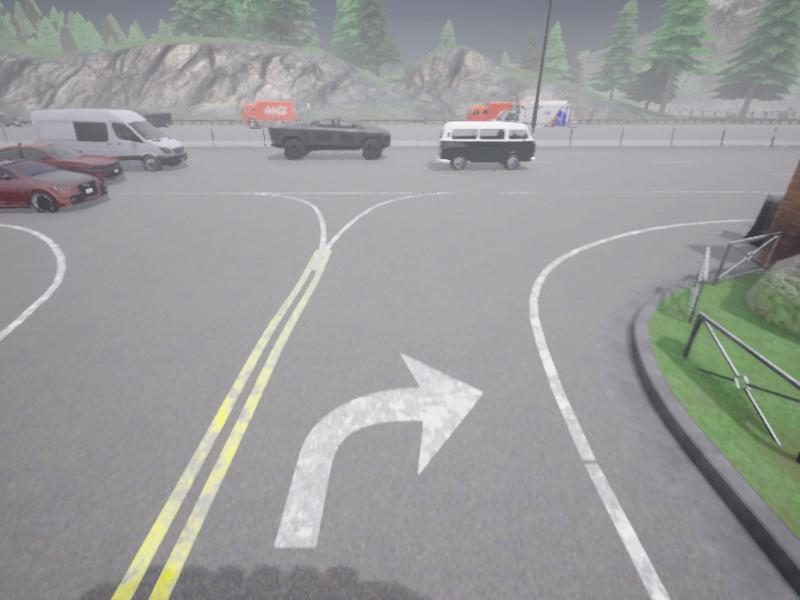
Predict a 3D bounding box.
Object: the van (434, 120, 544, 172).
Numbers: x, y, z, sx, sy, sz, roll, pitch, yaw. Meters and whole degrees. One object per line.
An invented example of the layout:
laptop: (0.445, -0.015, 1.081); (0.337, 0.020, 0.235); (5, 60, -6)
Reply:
van: (3.964, -7.211, 18.667); (4.480, 2.038, 2.069); (-1, 27, 0)

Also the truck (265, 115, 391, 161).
truck: (-3.666, -8.812, 21.694); (6.274, 2.098, 2.390); (0, 27, 0)

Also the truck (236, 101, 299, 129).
truck: (-13.155, -18.602, 40.169); (5.204, 2.467, 2.627); (0, 27, -1)

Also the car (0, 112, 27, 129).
car: (-40.647, -18.026, 40.160); (4.193, 1.474, 1.816); (0, 27, -1)

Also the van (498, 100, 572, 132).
van: (12.436, -17.150, 37.264); (5.915, 2.561, 1.988); (0, 27, -1)

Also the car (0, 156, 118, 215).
car: (-11.718, -3.604, 12.457); (4.181, 1.385, 1.994); (0, 27, 0)

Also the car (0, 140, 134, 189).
car: (-13.609, -5.290, 15.525); (5.008, 1.535, 1.882); (0, 27, 0)

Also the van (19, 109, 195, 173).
van: (-13.145, -7.348, 18.403); (5.915, 2.561, 1.988); (0, 27, 0)

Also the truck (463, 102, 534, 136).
truck: (8.221, -15.493, 34.133); (5.204, 2.467, 2.627); (-1, 27, 0)

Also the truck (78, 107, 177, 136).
truck: (-22.963, -15.207, 34.029); (6.274, 2.098, 2.390); (-1, 27, -1)

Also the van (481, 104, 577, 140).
van: (9.820, -13.863, 31.053); (6.366, 2.431, 2.351); (0, 27, 0)
